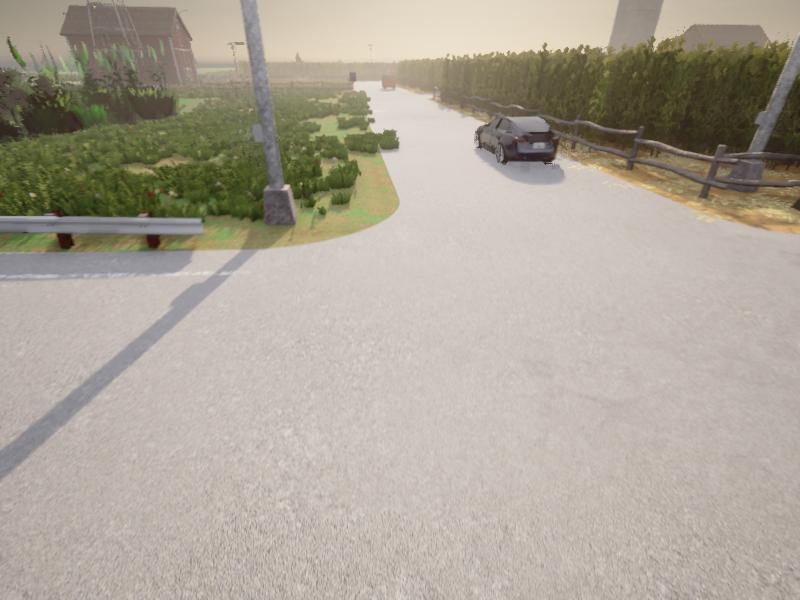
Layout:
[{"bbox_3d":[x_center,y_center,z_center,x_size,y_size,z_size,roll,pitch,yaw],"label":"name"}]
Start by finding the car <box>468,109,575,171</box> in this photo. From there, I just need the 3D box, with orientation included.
[{"bbox_3d":[4.372,-6.296,15.381,2.163,1.488,4.792,-3,31,-6],"label":"car"}]

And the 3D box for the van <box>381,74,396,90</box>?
[{"bbox_3d":[-1.771,-33.178,60.736,1.775,1.987,4.442,-3,30,-6],"label":"van"}]

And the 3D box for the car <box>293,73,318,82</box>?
[{"bbox_3d":[-20.327,-47.902,86.135,4.974,1.542,2.038,-3,31,-6],"label":"car"}]
